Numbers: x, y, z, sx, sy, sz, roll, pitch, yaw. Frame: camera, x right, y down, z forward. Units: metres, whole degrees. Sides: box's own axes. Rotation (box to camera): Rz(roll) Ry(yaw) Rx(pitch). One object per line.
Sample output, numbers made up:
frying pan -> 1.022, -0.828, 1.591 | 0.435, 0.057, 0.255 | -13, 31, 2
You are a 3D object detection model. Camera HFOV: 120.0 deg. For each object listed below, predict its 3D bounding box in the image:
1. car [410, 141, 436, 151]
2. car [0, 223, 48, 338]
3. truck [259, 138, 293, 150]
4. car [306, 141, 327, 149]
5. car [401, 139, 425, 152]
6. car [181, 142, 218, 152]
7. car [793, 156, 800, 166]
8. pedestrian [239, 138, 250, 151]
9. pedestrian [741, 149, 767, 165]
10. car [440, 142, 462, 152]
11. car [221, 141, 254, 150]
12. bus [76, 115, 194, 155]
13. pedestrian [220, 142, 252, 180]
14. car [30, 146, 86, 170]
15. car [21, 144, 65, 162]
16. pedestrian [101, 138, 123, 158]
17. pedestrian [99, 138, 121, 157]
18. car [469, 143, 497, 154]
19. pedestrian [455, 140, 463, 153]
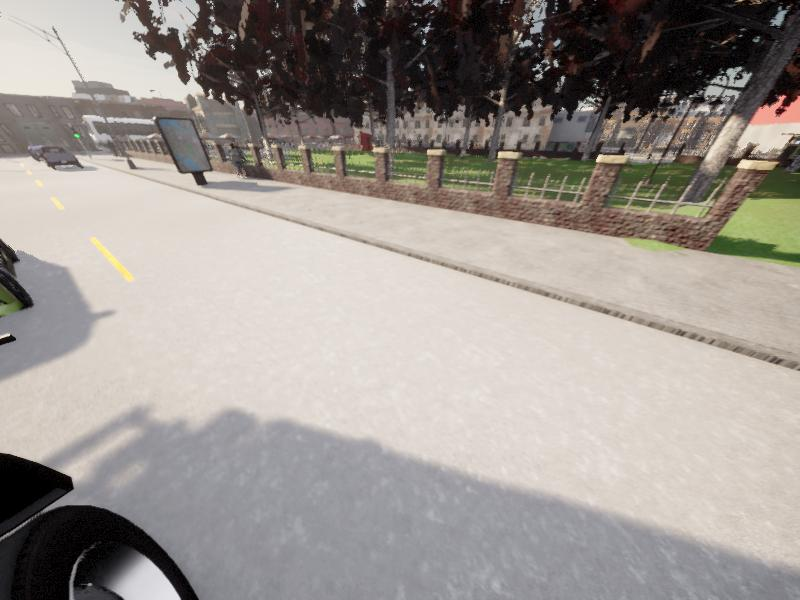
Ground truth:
car -> 4.900, -32.923, 49.360 | 4.902, 1.511, 2.128 | 22, 41, 28
car -> -7.610, -0.576, 3.342 | 4.514, 1.525, 2.007 | 22, 41, 28
truck -> -28.287, -35.989, 53.140 | 2.390, 2.098, 6.274 | 22, 41, 28
car -> -21.417, -39.759, 59.282 | 4.514, 1.525, 2.007 | -17, 39, -22
car -> 2.570, -31.225, 46.600 | 4.605, 1.855, 1.932 | 24, 41, 27
car -> -37.110, -28.487, 42.916 | 1.895, 1.301, 4.718 | 22, 41, 28
car -> 44.151, -14.173, 23.054 | 4.514, 1.525, 2.007 | 22, 41, 28
pedestrian -> -27.664, -27.620, 41.048 | 0.751, 1.860, 0.751 | 15, 38, 20
pedestrian -> 35.489, -14.329, 23.178 | 0.751, 1.300, 0.751 | 22, 41, 28
car -> 10.192, -30.784, 46.351 | 3.633, 1.501, 1.845 | 22, 41, 28
car -> -33.281, -31.747, 47.362 | 1.882, 1.535, 5.008 | 22, 41, 28
bus -> -38.746, -24.493, 34.648 | 3.944, 4.253, 10.273 | 22, 39, 28
pedestrian -> -9.728, -8.264, 13.722 | 0.751, 1.860, 0.751 | 22, 41, 28
car -> -28.367, -11.844, 19.164 | 3.633, 1.501, 1.845 | 22, 41, 28
car -> -38.553, -15.938, 24.966 | 4.674, 1.442, 1.812 | 22, 40, 27
pedestrian -> -33.636, -17.766, 27.001 | 0.751, 1.860, 0.751 | 17, 39, 22
pedestrian -> -35.771, -18.843, 28.511 | 0.751, 1.860, 0.751 | 15, 38, 20
car -> 14.334, -26.272, 40.026 | 3.806, 1.475, 1.970 | 22, 41, 28
pedestrian -> 9.767, -25.445, 38.261 | 0.751, 1.860, 0.751 | 15, 38, 20
